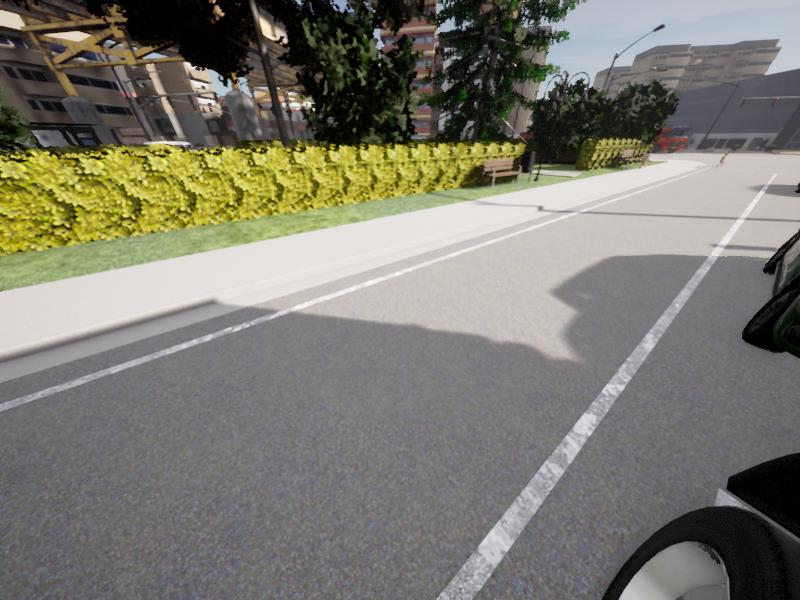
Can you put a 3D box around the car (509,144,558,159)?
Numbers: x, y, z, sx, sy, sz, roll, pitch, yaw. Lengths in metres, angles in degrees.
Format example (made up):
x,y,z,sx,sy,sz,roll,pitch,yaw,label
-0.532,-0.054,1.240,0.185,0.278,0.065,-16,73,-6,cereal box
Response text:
x,y,z,sx,sy,sz,roll,pitch,yaw,label
16.817,-18.949,29.418,4.792,1.488,2.163,6,36,9,car

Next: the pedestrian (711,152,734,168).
x,y,z,sx,sy,sz,roll,pitch,yaw,label
26.963,-11.681,19.321,0.500,1.100,0.500,1,35,2,pedestrian

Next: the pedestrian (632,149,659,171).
x,y,z,sx,sy,sz,roll,pitch,yaw,label
18.191,-10.406,17.139,0.751,1.300,0.751,-18,39,-24,pedestrian

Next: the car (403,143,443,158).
x,y,z,sx,sy,sz,roll,pitch,yaw,label
3.136,-20.454,31.520,5.027,1.651,2.152,6,36,9,car

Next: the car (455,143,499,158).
x,y,z,sx,sy,sz,roll,pitch,yaw,label
9.987,-19.728,30.444,5.027,1.651,2.152,6,36,9,car

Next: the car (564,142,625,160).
x,y,z,sx,sy,sz,roll,pitch,yaw,label
23.631,-18.287,28.311,5.027,1.651,2.152,6,36,9,car

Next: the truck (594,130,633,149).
x,y,z,sx,sy,sz,roll,pitch,yaw,label
55.435,-41.730,60.324,2.891,3.827,8.468,6,35,8,truck

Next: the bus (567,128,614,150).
x,y,z,sx,sy,sz,roll,pitch,yaw,label
48.012,-41.084,59.016,3.944,4.253,10.273,4,34,5,bus

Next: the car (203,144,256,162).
x,y,z,sx,sy,sz,roll,pitch,yaw,label
-20.498,-17.922,28.116,1.801,1.575,5.366,6,36,9,car

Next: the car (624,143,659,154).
x,y,z,sx,sy,sz,roll,pitch,yaw,label
39.807,-25.128,38.197,1.970,1.475,3.806,6,35,8,car

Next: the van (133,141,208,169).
x,y,z,sx,sy,sz,roll,pitch,yaw,label
-21.781,-14.079,22.270,2.069,2.038,4.480,6,36,9,van

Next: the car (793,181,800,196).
x,y,z,sx,sy,sz,roll,pitch,yaw,label
20.597,-5.772,10.721,4.674,1.442,1.812,-22,40,-28,car

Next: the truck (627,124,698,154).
x,y,z,sx,sy,sz,roll,pitch,yaw,label
43.686,-27.176,39.093,2.891,3.827,8.468,6,35,8,truck

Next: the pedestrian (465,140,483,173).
x,y,z,sx,sy,sz,roll,pitch,yaw,label
5.025,-9.744,15.700,0.751,1.860,0.751,4,35,6,pedestrian

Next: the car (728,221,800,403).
x,y,z,sx,sy,sz,roll,pitch,yaw,label
6.720,-0.405,2.698,5.566,2.045,2.150,-21,40,-28,car
